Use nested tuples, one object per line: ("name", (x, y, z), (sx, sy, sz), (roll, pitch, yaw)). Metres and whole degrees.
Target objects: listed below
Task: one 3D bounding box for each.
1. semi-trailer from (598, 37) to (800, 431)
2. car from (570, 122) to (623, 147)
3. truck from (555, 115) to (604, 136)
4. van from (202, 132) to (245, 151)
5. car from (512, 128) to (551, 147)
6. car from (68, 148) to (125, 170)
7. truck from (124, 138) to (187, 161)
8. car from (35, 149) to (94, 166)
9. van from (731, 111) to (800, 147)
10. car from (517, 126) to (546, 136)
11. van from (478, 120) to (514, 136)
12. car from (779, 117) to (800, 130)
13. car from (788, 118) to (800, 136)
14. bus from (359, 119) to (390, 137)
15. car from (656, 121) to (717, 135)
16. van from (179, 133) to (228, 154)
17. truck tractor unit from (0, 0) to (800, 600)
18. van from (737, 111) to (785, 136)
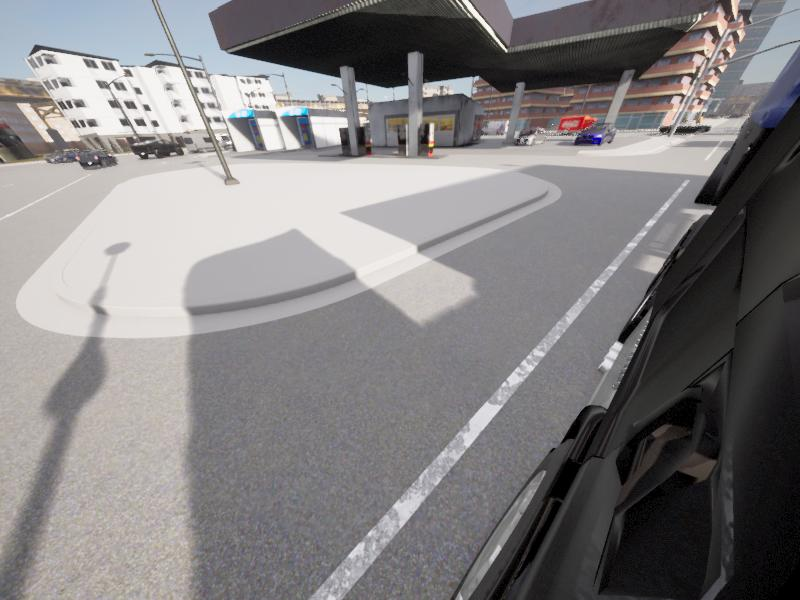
("semi-trailer", (8.663, -3.630, 4.259), (14.254, 4.402, 2.717), (-29, 44, -30))
("car", (18.542, -15.624, 21.764), (4.611, 1.667, 2.242), (-28, 44, -30))
("truck", (28.486, -27.735, 36.853), (2.627, 2.467, 5.204), (-29, 44, -31))
("van", (-33.389, -30.256, 44.048), (1.988, 2.561, 5.915), (11, 39, 18))
("car", (14.237, -17.684, 25.056), (3.806, 1.475, 1.970), (-28, 44, -30))
("car", (-30.637, -14.359, 23.476), (1.845, 1.501, 3.633), (-16, 39, -17))
("truck", (-32.886, -20.635, 31.528), (2.390, 2.098, 6.274), (-5, 37, -3))
("car", (-43.093, -18.506, 29.842), (1.970, 1.475, 3.806), (-5, 37, -3))
("van", (28.243, -13.301, 17.940), (4.480, 2.038, 2.069), (-28, 44, -30))
("car", (25.286, -32.544, 44.400), (1.994, 1.385, 4.181), (-29, 44, -30))
("van", (20.125, -36.303, 48.863), (2.351, 2.431, 6.366), (-29, 44, -31))
("car", (52.223, -23.252, 30.352), (4.718, 1.301, 1.895), (-29, 44, -30))
("car", (41.837, -17.855, 23.296), (3.866, 1.878, 1.905), (-29, 44, -30))
("bus", (-8.304, -55.317, 74.483), (3.944, 4.253, 10.273), (-30, 44, -31))
("car", (36.631, -21.991, 29.646), (1.895, 1.301, 4.718), (-29, 44, -31))
("van", (-32.059, -25.835, 38.057), (1.988, 2.561, 5.915), (4, 37, 9))
("truck tractor unit", (2.645, -0.295, 0.351), (6.516, 4.208, 3.053), (-28, 44, -30))
("van", (40.006, -19.678, 25.727), (4.480, 2.038, 2.069), (-28, 44, -31))
